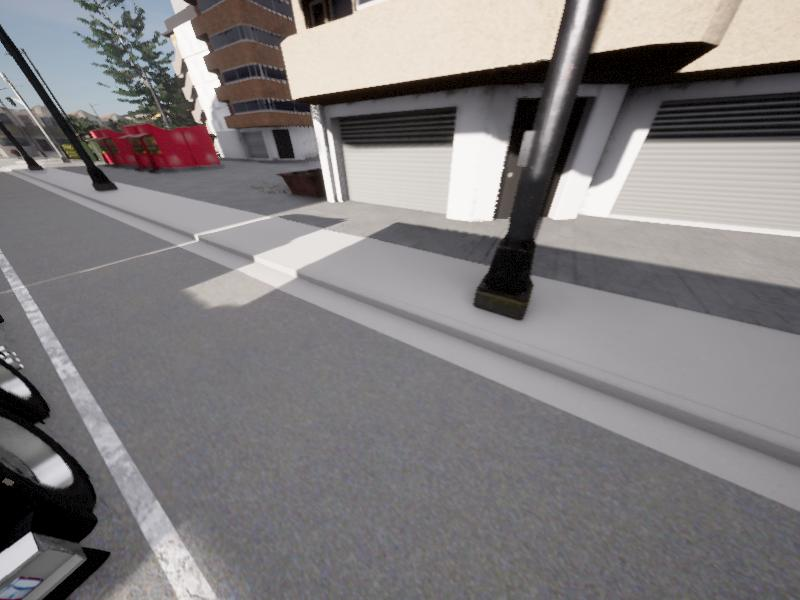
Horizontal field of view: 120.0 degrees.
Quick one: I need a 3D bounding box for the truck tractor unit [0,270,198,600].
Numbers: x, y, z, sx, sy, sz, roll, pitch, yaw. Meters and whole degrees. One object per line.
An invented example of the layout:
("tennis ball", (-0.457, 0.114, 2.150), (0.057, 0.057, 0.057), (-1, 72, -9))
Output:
("truck tractor unit", (-5.120, -0.292, 0.761), (6.516, 4.208, 3.053), (18, 39, 24))
